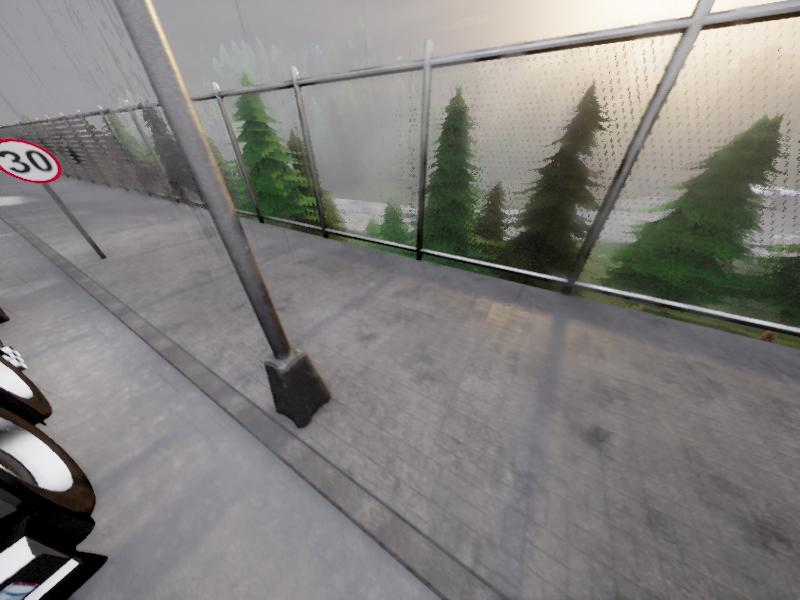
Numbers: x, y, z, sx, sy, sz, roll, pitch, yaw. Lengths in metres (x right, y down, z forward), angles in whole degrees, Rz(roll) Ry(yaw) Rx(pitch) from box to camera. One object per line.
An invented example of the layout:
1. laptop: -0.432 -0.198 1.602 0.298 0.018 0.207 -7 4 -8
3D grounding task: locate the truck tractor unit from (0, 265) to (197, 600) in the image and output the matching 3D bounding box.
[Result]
1. truck tractor unit: -5.119 -0.290 0.789 6.516 4.208 3.053 18 39 24
